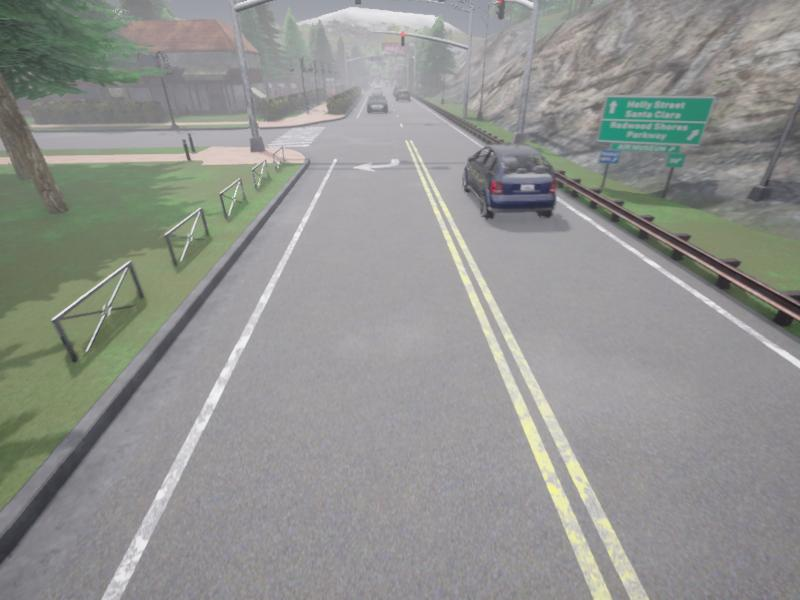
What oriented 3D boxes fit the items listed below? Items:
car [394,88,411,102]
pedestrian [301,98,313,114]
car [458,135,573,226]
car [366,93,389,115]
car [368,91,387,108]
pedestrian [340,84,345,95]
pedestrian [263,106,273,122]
[{"bbox_3d":[0.355,-29.103,56.774,2.163,1.488,4.792,-2,29,-2],"label":"car"},{"bbox_3d":[-8.314,-17.412,35.903,0.751,1.300,0.751,-1,29,-1],"label":"pedestrian"},{"bbox_3d":[2.815,-3.343,10.720,1.789,1.549,3.705,-2,29,-2],"label":"car"},{"bbox_3d":[-2.181,-18.957,38.578,2.033,1.649,4.856,-2,29,-2],"label":"car"},{"bbox_3d":[-2.634,-23.680,47.125,2.128,1.511,4.902,-2,29,-2],"label":"car"},{"bbox_3d":[-11.158,-41.122,77.986,0.751,1.860,0.751,-4,29,-6],"label":"pedestrian"},{"bbox_3d":[-10.475,-14.742,31.716,0.500,1.100,0.500,-1,29,0],"label":"pedestrian"}]
